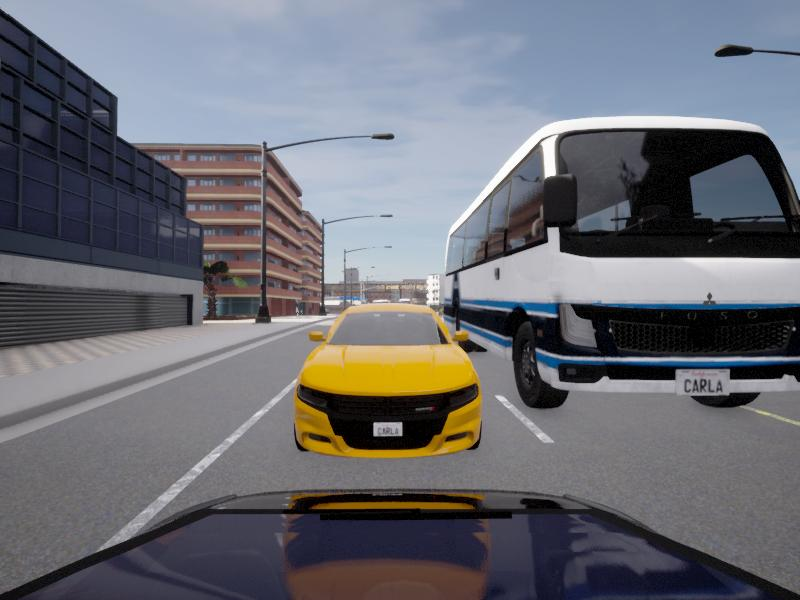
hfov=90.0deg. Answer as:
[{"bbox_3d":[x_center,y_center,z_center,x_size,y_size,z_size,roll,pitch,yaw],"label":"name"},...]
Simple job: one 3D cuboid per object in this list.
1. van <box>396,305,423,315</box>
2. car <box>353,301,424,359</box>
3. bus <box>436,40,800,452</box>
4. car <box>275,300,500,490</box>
[{"bbox_3d":[2.340,2.376,99.607,6.366,2.431,2.351,0,-1,-2],"label":"van"},{"bbox_3d":[-0.325,0.768,12.619,1.812,1.442,4.674,0,1,-1],"label":"car"},{"bbox_3d":[3.384,-0.601,9.306,3.944,4.253,10.273,0,1,-1],"label":"bus"},{"bbox_3d":[-0.158,0.790,5.854,1.882,1.535,5.008,0,1,-1],"label":"car"}]
